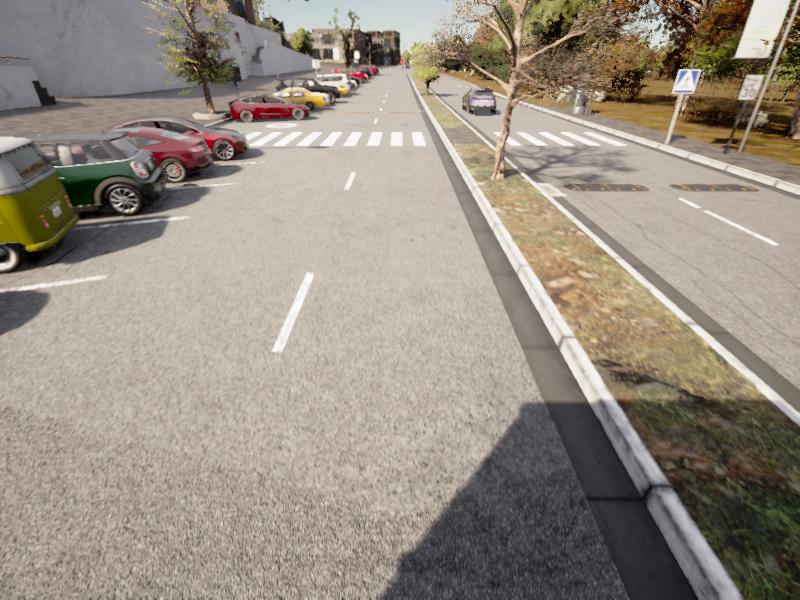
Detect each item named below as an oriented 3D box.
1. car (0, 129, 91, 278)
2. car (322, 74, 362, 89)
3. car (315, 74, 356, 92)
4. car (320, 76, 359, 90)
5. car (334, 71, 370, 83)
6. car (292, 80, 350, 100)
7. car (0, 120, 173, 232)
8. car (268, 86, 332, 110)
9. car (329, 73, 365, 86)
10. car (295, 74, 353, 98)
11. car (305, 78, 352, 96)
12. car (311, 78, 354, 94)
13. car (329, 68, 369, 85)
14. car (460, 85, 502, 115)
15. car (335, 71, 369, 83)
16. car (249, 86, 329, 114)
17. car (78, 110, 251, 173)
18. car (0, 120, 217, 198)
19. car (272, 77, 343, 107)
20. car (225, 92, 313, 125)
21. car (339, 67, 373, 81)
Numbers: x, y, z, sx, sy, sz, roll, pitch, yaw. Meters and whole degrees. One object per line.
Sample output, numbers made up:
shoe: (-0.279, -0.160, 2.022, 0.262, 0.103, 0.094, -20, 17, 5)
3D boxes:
car: (-8.179, -1.403, 6.388, 4.442, 1.987, 1.878, -11, 32, -17)
car: (-8.049, -30.388, 55.530, 5.008, 1.535, 2.097, -11, 33, -17)
car: (-8.090, -27.369, 50.331, 4.553, 1.767, 2.185, -11, 33, -17)
car: (-8.060, -28.792, 52.989, 4.674, 1.452, 2.002, -11, 33, -17)
car: (-7.880, -36.679, 65.833, 5.366, 1.575, 1.946, -11, 33, -17)
car: (-7.888, -21.099, 40.168, 5.366, 1.575, 1.946, -11, 32, -17)
car: (-8.039, -2.859, 9.053, 4.553, 1.767, 2.185, -11, 32, -17)
car: (-8.066, -16.419, 32.394, 4.674, 1.452, 2.002, -11, 32, -17)
car: (-8.029, -33.498, 60.681, 4.792, 1.488, 2.163, -11, 33, -17)
car: (-8.088, -22.816, 42.552, 5.566, 2.045, 2.435, -11, 33, -17)
car: (-8.085, -24.123, 45.266, 4.792, 1.488, 2.163, -11, 33, -17)
car: (-8.061, -25.675, 47.862, 4.674, 1.452, 2.002, -11, 32, -17)
car: (-8.034, -35.301, 63.099, 5.566, 2.045, 2.435, -11, 33, -17)
car: (5.777, -14.675, 29.255, 2.033, 1.649, 4.856, 0, 31, 0)
car: (-8.227, -38.163, 68.286, 5.366, 1.575, 1.946, -11, 33, -17)
car: (-8.234, -14.890, 29.728, 5.366, 1.575, 1.946, -11, 32, -17)
car: (-8.040, -5.764, 14.295, 4.792, 1.488, 2.163, -11, 32, -17)
car: (-8.062, -4.224, 11.699, 4.674, 1.452, 2.002, -11, 32, -17)
car: (-8.039, -18.207, 34.844, 5.566, 2.045, 2.435, -11, 32, -17)
car: (-8.038, -11.856, 24.640, 4.792, 1.488, 2.163, -11, 32, -17)
car: (-8.080, -41.514, 73.330, 5.566, 2.045, 2.435, -11, 33, -17)
